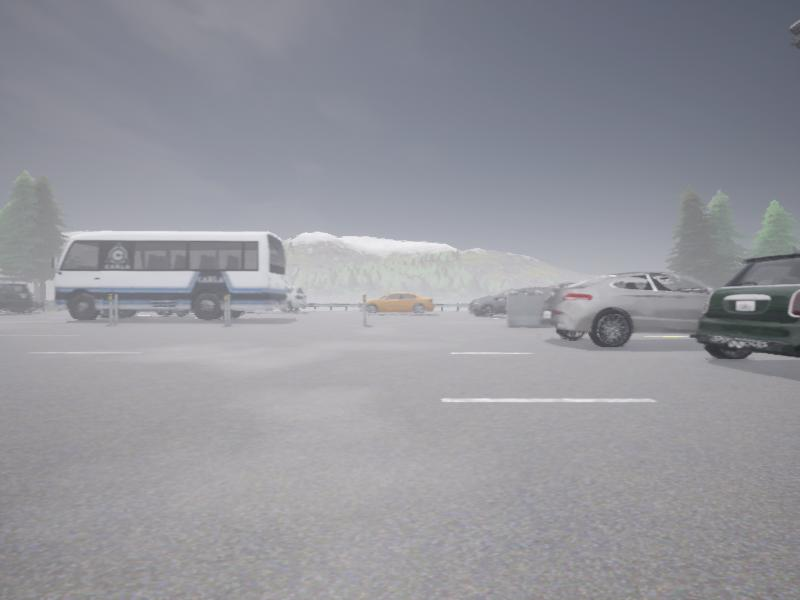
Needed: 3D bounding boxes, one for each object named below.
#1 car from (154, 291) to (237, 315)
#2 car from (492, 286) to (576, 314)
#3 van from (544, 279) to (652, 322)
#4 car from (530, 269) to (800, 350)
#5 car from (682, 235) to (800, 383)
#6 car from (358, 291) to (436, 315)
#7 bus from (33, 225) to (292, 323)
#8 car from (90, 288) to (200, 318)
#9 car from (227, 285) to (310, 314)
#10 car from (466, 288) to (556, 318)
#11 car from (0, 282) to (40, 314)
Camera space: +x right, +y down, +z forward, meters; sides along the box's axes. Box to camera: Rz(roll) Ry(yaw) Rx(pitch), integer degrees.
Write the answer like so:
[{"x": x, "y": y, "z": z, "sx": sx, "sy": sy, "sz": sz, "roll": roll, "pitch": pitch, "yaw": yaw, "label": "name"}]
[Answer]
[{"x": -13.533, "y": 0.210, "z": 26.656, "sx": 4.514, "sy": 1.525, "sz": 2.007, "roll": 0, "pitch": 0, "yaw": 0, "label": "car"}, {"x": 10.004, "y": -0.018, "z": 30.225, "sx": 5.566, "sy": 2.045, "sz": 2.150, "roll": 0, "pitch": 0, "yaw": 0, "label": "car"}, {"x": 9.625, "y": 0.012, "z": 19.724, "sx": 4.442, "sy": 1.987, "sz": 1.775, "roll": 0, "pitch": 0, "yaw": 0, "label": "van"}, {"x": 5.872, "y": 0.188, "z": 9.214, "sx": 5.027, "sy": 1.651, "sz": 2.152, "roll": 0, "pitch": 0, "yaw": 0, "label": "car"}, {"x": 7.050, "y": 0.103, "z": 5.717, "sx": 4.553, "sy": 1.767, "sz": 2.097, "roll": 0, "pitch": 0, "yaw": 0, "label": "car"}, {"x": -0.198, "y": 0.221, "z": 26.696, "sx": 5.008, "sy": 1.535, "sz": 1.882, "roll": 0, "pitch": 0, "yaw": 0, "label": "car"}, {"x": -10.956, "y": -1.149, "z": 19.542, "sx": 10.273, "sy": 4.253, "sz": 3.944, "roll": 0, "pitch": 0, "yaw": 0, "label": "bus"}, {"x": -14.604, "y": 0.161, "z": 23.152, "sx": 5.027, "sy": 1.651, "sz": 2.152, "roll": 0, "pitch": 0, "yaw": 0, "label": "car"}, {"x": -9.815, "y": -0.043, "z": 30.167, "sx": 5.566, "sy": 2.045, "sz": 2.150, "roll": 0, "pitch": 0, "yaw": 0, "label": "car"}, {"x": 6.323, "y": 0.166, "z": 23.216, "sx": 4.611, "sy": 1.667, "sz": 2.242, "roll": 0, "pitch": 0, "yaw": 0, "label": "car"}, {"x": -27.724, "y": -0.075, "z": 26.621, "sx": 5.566, "sy": 2.045, "sz": 2.150, "roll": -1, "pitch": 0, "yaw": 0, "label": "car"}]
